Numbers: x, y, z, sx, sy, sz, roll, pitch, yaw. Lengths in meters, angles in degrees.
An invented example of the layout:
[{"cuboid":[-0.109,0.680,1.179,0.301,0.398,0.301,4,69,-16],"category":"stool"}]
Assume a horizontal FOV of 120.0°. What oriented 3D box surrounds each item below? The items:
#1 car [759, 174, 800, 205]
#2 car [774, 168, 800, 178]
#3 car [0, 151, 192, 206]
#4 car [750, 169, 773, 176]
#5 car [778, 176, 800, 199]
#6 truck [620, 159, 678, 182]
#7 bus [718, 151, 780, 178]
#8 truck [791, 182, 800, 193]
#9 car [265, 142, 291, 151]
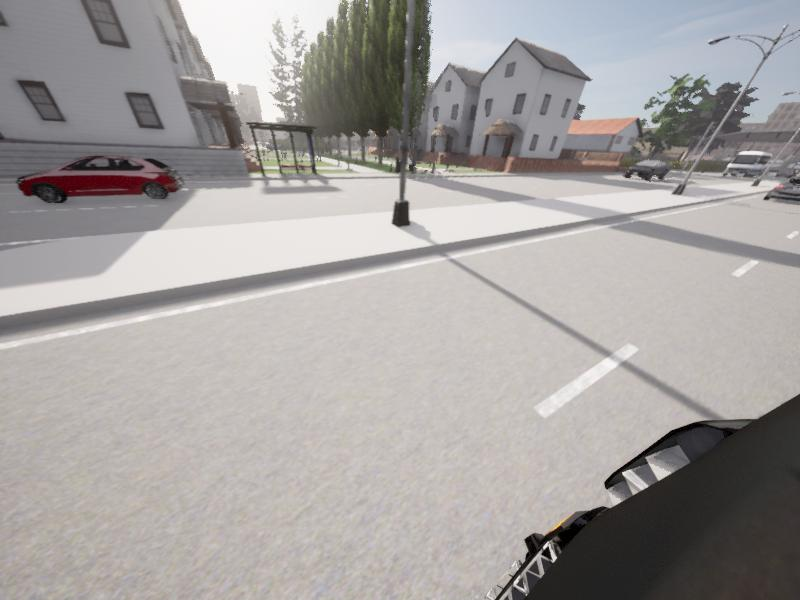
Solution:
[{"cuboid":[29.015,-7.994,16.698,4.611,1.667,2.242,-15,38,-25],"category":"car"},{"cuboid":[87.069,-28.550,51.972,4.553,1.767,2.097,-15,38,-25],"category":"car"},{"cuboid":[-10.966,-4.619,8.674,4.193,1.474,1.816,-13,37,-23],"category":"car"},{"cuboid":[85.287,-30.125,54.550,4.181,1.385,1.994,-15,38,-25],"category":"car"},{"cuboid":[34.983,-9.526,19.590,4.974,1.542,2.038,-15,38,-25],"category":"car"},{"cuboid":[30.240,-15.762,28.054,6.274,2.098,2.390,-15,38,-25],"category":"truck"},{"cuboid":[69.860,-27.118,46.242,10.273,4.253,3.944,-15,38,-25],"category":"bus"},{"cuboid":[42.674,-11.805,23.100,6.274,2.098,2.390,-15,38,-25],"category":"truck"},{"cuboid":[-30.141,-38.096,57.254,4.974,1.542,2.038,4,34,2],"category":"car"}]
